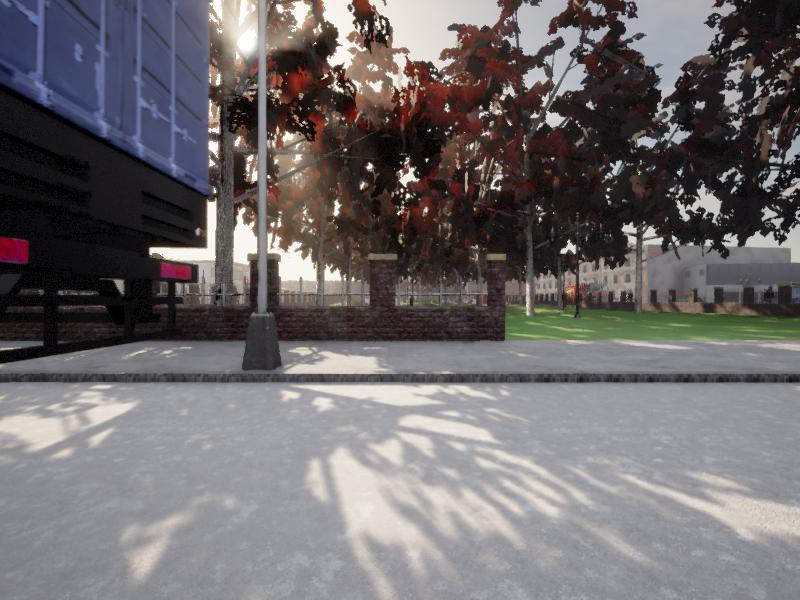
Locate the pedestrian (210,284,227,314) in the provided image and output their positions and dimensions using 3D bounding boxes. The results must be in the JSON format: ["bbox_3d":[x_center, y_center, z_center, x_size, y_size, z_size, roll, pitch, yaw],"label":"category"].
[{"bbox_3d":[-11.656,-0.067,25.744,0.751,1.860,0.751,0,0,-1],"label":"pedestrian"}]

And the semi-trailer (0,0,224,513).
[{"bbox_3d":[-8.934,-1.219,2.745,14.254,4.402,2.717,0,0,0],"label":"semi-trailer"}]

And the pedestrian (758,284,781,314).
[{"bbox_3d":[23.518,-0.067,25.458,0.751,1.860,0.751,0,0,-3],"label":"pedestrian"}]

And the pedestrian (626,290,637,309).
[{"bbox_3d":[23.537,-0.067,40.665,0.751,1.860,0.751,0,0,0],"label":"pedestrian"}]

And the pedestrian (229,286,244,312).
[{"bbox_3d":[-11.631,-0.067,28.504,0.751,1.860,0.751,0,0,0],"label":"pedestrian"}]

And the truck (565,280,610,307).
[{"bbox_3d":[28.389,-0.900,60.981,2.891,3.827,8.468,0,0,0],"label":"truck"}]

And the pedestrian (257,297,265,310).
[{"bbox_3d":[-11.994,0.313,34.521,0.500,1.100,0.500,0,0,-8],"label":"pedestrian"}]

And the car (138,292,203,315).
[{"bbox_3d":[-16.769,0.236,29.574,2.128,1.511,4.902,0,0,-2],"label":"car"}]
